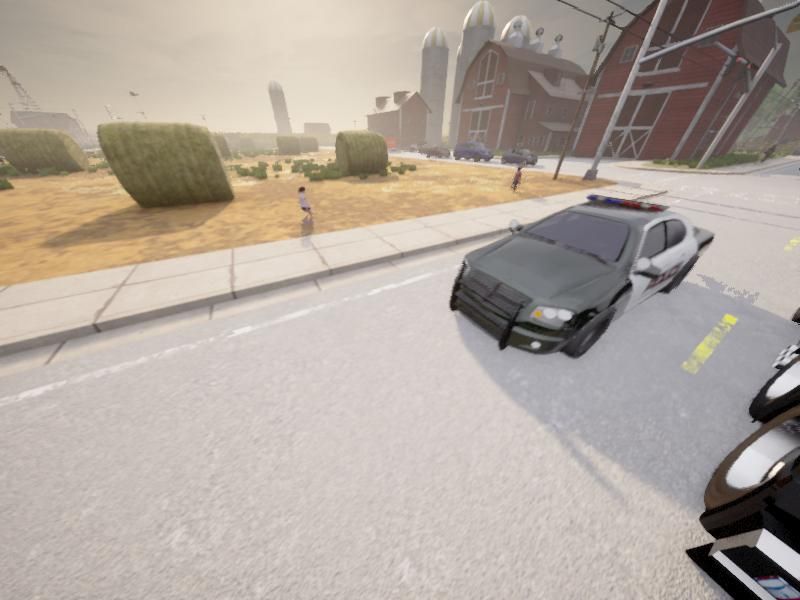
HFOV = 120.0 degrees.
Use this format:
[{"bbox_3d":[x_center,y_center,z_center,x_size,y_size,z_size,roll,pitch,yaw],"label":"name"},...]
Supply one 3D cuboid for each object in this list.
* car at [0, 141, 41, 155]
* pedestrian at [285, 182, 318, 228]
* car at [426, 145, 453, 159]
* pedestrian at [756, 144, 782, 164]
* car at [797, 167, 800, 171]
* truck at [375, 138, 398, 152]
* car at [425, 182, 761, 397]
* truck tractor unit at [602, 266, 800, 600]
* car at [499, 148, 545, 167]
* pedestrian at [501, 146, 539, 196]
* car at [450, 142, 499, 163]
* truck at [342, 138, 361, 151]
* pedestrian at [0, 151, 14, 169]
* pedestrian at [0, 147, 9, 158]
[{"bbox_3d":[-59.059,-23.434,35.546,2.097,1.767,4.553,-16,38,-23],"label":"car"},{"bbox_3d":[-2.786,-2.705,6.570,0.500,1.100,0.500,-26,43,-33],"label":"pedestrian"},{"bbox_3d":[5.653,-21.558,33.613,1.789,1.549,3.705,-19,39,-26],"label":"car"},{"bbox_3d":[42.665,-16.904,26.707,0.751,1.860,0.751,-20,39,-26],"label":"pedestrian"},{"bbox_3d":[40.417,-13.099,21.961,4.181,1.385,1.994,-18,39,-25],"label":"car"},{"bbox_3d":[-2.971,-33.858,50.416,2.627,2.467,5.204,-19,40,-25],"label":"truck"},{"bbox_3d":[3.103,-0.787,3.820,4.974,1.542,2.038,-18,39,-25],"label":"car"},{"bbox_3d":[5.111,-0.301,0.778,6.516,4.208,3.053,-18,39,-24],"label":"truck tractor unit"},{"bbox_3d":[12.645,-14.987,24.244,1.845,1.501,3.633,-19,39,-25],"label":"car"},{"bbox_3d":[5.280,-5.720,10.295,0.751,1.860,0.751,-14,37,-20],"label":"pedestrian"},{"bbox_3d":[9.120,-18.516,28.840,2.150,2.045,5.566,-19,39,-25],"label":"car"},{"bbox_3d":[-12.053,-38.565,57.071,2.627,2.467,5.204,-19,40,-25],"label":"truck"},{"bbox_3d":[-31.562,-11.248,17.900,0.751,1.860,0.751,-26,43,-33],"label":"pedestrian"},{"bbox_3d":[-48.416,-18.064,27.548,0.751,1.860,0.751,-17,39,-24],"label":"pedestrian"}]
